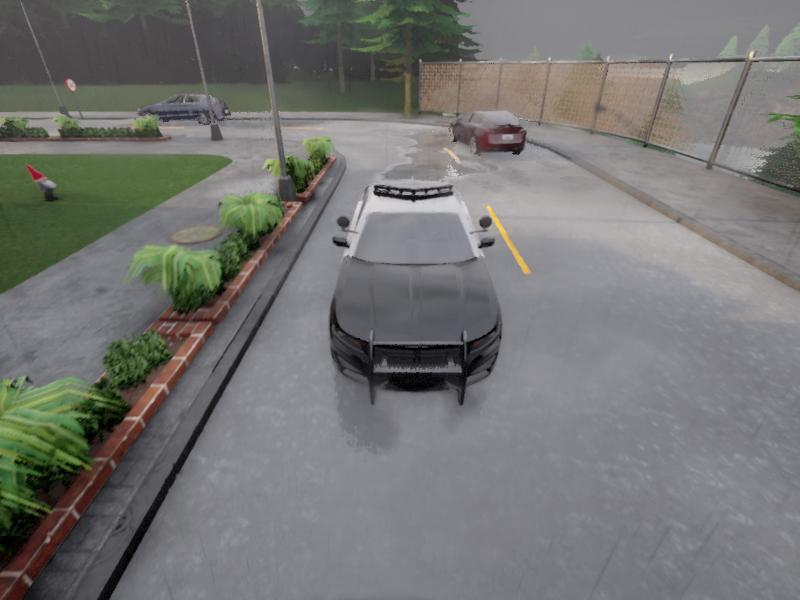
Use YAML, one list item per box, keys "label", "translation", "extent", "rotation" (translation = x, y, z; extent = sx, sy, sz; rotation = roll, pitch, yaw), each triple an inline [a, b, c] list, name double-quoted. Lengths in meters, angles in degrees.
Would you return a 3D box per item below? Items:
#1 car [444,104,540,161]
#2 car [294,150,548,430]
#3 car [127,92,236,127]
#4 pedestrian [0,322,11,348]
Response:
- label: "car"
  translation: [3.535, -7.090, 16.626]
  extent: [2.163, 1.488, 4.792]
  rotation: [-5, 31, -9]
- label: "car"
  translation: [0.183, -0.787, 5.706]
  extent: [1.930, 1.638, 5.238]
  rotation: [0, 31, 0]
- label: "car"
  translation: [-12.775, -11.313, 23.700]
  extent: [5.027, 1.651, 2.152]
  rotation: [0, 30, 1]
- label: "pedestrian"
  translation: [-5.143, -0.125, 4.111]
  extent: [0.751, 1.860, 0.751]
  rotation: [1, 30, 1]
